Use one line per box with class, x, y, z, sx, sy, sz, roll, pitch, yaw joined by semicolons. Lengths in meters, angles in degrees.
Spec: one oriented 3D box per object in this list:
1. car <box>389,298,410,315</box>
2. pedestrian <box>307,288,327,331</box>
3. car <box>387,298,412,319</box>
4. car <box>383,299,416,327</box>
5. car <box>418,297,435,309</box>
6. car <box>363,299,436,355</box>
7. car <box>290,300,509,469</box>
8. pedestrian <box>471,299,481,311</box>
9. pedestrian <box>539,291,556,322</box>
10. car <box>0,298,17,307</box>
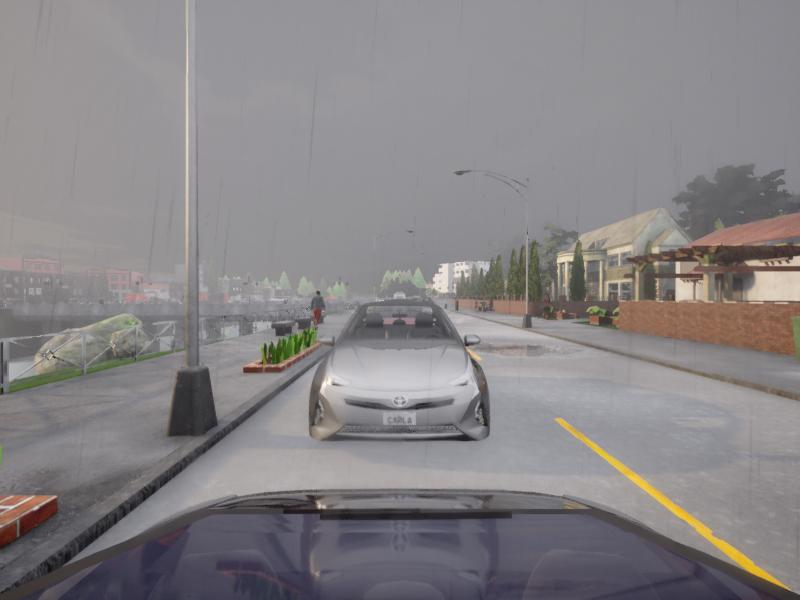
car;-0.032;0.593;39.433;1.882;1.535;5.008;0;0;0
pedestrian;-3.704;0.419;17.854;0.751;1.860;0.751;0;0;0
car;-0.026;0.642;30.802;1.845;1.501;3.633;0;1;0
car;-0.019;0.708;23.985;1.816;1.474;4.193;0;0;0
car;3.952;0.415;60.558;2.242;1.667;4.611;0;0;0
car;-0.012;0.739;13.178;2.007;1.525;4.514;0;0;0
car;-0.006;0.778;5.929;2.007;1.525;4.514;0;0;0
pedestrian;8.447;0.559;44.308;0.751;1.300;0.751;0;0;-30
pedestrian;9.150;0.384;24.849;0.751;1.860;0.751;0;0;0
car;-65.735;0.456;65.274;1.837;1.490;4.892;0;0;0
